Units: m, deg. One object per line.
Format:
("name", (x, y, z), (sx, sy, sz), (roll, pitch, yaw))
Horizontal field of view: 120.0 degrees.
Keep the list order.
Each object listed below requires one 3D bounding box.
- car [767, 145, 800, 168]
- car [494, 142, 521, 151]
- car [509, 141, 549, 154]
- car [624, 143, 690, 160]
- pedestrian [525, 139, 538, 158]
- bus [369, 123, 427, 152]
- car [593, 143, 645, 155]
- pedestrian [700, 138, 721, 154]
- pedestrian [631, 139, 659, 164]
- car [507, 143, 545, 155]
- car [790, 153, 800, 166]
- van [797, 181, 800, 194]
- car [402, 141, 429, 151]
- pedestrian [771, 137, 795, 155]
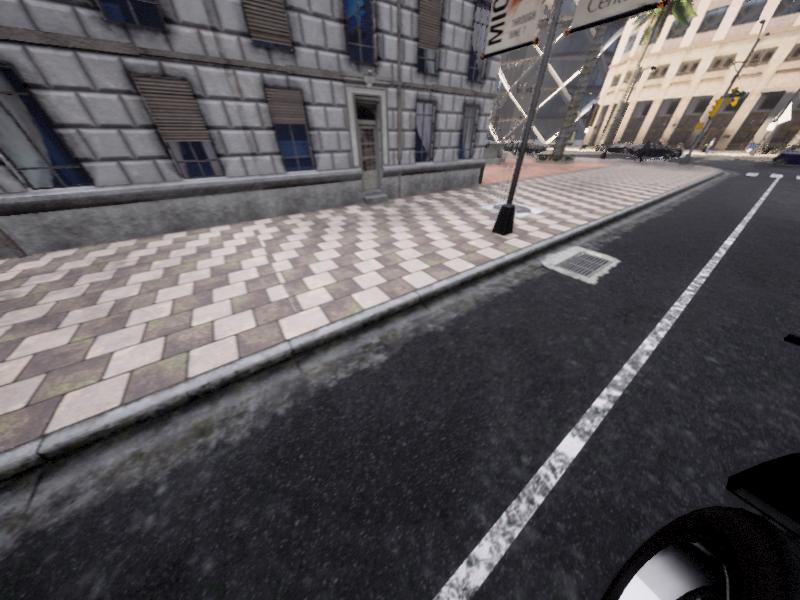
("car", (34.282, -11.905, 19.219), (1.845, 1.501, 3.633), (-22, 41, -28))
("car", (20.878, -29.924, 45.017), (4.181, 1.385, 1.994), (20, 40, 26))
("car", (21.101, -25.062, 37.882), (5.238, 1.638, 1.930), (24, 42, 31))
("car", (31.025, -18.116, 28.071), (2.128, 1.511, 4.902), (-23, 41, -28))
("pedestrian", (15.487, -17.817, 27.150), (0.751, 1.860, 0.751), (22, 41, 28))
("bus", (-0.439, -30.683, 43.750), (10.273, 4.253, 3.944), (-1, 35, -1))
("car", (33.370, -23.248, 35.435), (2.033, 1.411, 5.357), (-23, 41, -29))
("pedestrian", (42.853, -21.288, 31.875), (0.751, 1.860, 0.751), (16, 38, 21))
("pedestrian", (22.141, -13.440, 20.893), (0.751, 1.860, 0.751), (-12, 37, -16))
("car", (19.268, -23.263, 35.516), (4.674, 1.442, 1.812), (25, 42, 31))
("car", (37.836, -12.474, 20.047), (1.970, 1.475, 3.806), (-22, 41, -28))
("van", (21.022, -6.159, 10.772), (4.442, 1.987, 1.775), (-23, 41, -28))
("car", (3.148, -31.362, 46.949), (5.238, 1.638, 1.930), (4, 35, 6))
("pedestrian", (48.677, -19.543, 29.357), (0.751, 1.860, 0.751), (-25, 42, -31))
